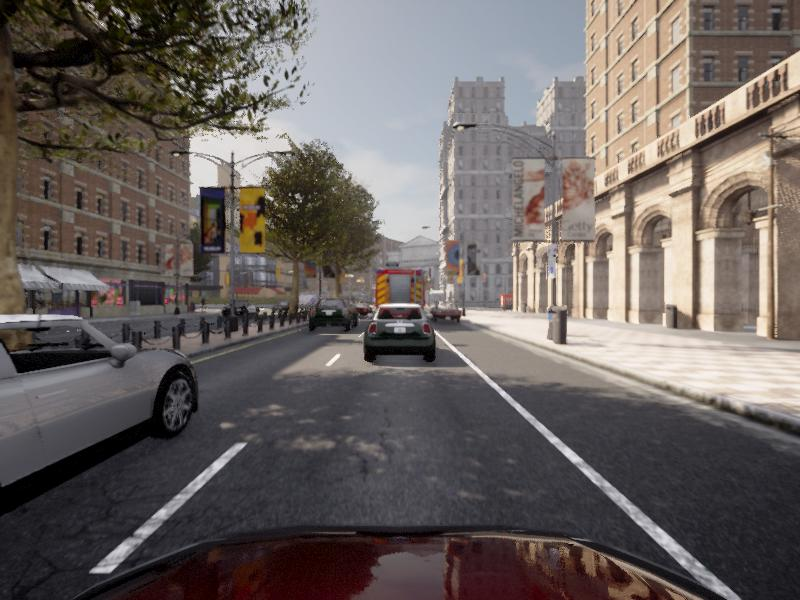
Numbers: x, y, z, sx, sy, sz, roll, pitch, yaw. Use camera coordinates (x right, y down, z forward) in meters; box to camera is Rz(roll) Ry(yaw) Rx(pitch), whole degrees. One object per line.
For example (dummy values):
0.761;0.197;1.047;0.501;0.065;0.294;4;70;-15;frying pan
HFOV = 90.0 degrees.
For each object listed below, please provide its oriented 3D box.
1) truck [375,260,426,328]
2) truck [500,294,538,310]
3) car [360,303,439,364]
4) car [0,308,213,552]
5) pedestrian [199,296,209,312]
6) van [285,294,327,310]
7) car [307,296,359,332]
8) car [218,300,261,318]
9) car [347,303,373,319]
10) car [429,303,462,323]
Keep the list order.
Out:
-0.002;-0.338;26.941;2.891;3.827;8.468;0;0;0;truck
18.607;0.317;62.744;5.204;2.467;2.627;0;0;0;truck
-0.006;0.846;11.840;1.970;1.475;3.806;0;0;0;car
-3.503;0.851;3.495;1.970;1.475;3.806;0;0;0;car
-23.036;0.456;47.033;0.751;1.860;0.751;0;0;4;pedestrian
-15.118;0.338;64.441;6.366;2.431;2.351;0;0;24;van
-3.508;0.682;21.854;2.097;1.767;4.553;0;0;0;car
-15.021;0.802;37.687;2.038;1.542;4.974;0;0;0;car
-3.513;0.921;36.033;1.895;1.301;4.718;0;0;0;car
3.238;0.921;29.206;1.895;1.301;4.718;0;0;0;car
